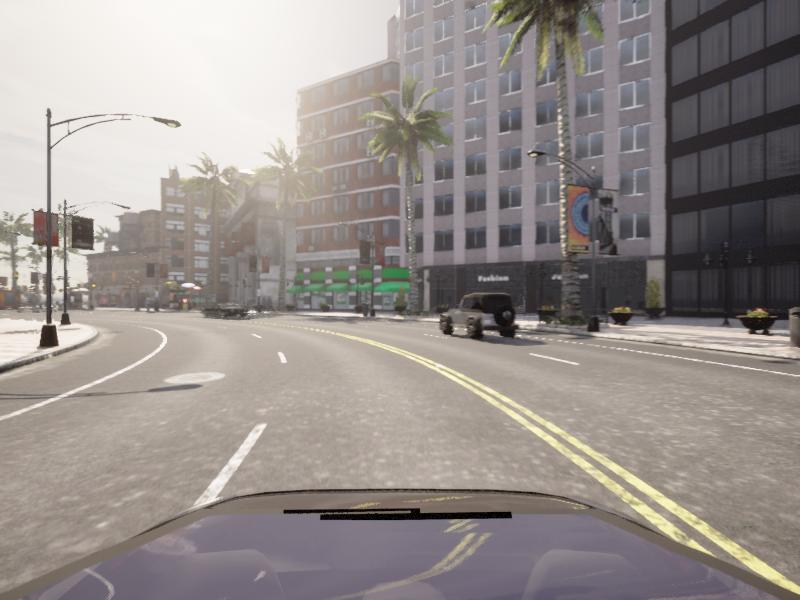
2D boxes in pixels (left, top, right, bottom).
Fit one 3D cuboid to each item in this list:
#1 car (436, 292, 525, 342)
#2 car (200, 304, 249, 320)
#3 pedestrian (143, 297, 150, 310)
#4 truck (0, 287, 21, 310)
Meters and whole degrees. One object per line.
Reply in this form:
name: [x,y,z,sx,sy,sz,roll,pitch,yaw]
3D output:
car: [3.312,0.656,17.173,1.905,1.878,3.866,0,0,-23]
car: [-15.428,0.982,35.045,4.718,1.301,1.895,0,0,37]
pedestrian: [-36.537,0.556,57.716,0.751,1.860,0.751,0,0,-28]
truck: [-70.816,-0.217,71.009,8.468,3.827,2.891,0,0,29]
